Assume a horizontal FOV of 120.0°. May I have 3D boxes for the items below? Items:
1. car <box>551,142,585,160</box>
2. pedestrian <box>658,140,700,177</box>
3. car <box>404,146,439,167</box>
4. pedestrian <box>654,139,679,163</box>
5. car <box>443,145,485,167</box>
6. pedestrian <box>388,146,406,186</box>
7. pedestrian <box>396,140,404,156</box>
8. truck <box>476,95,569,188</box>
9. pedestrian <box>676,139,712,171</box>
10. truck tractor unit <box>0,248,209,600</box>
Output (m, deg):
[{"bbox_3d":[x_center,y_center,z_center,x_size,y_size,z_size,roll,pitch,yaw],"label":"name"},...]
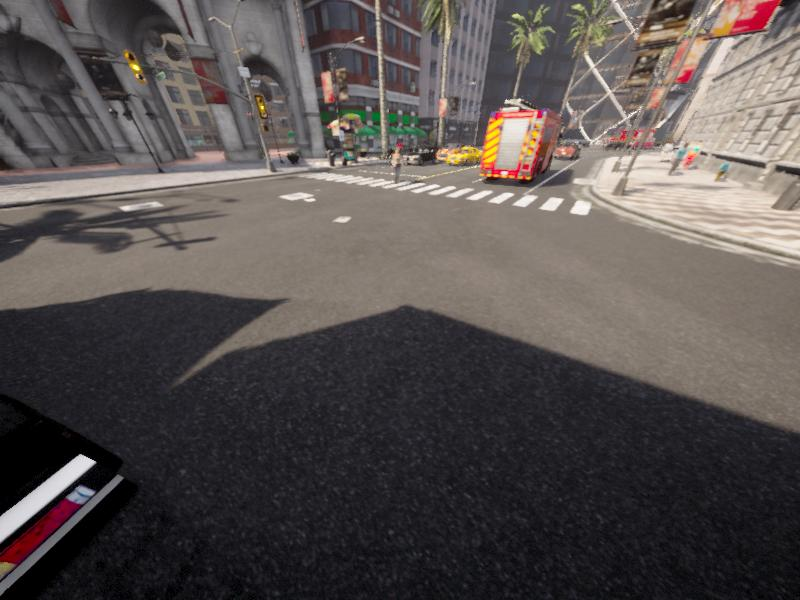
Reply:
[{"bbox_3d":[20.926,-18.552,28.720,2.152,1.651,5.027,26,43,32],"label":"car"},{"bbox_3d":[16.978,-8.616,14.104,0.751,1.860,0.751,19,39,25],"label":"pedestrian"},{"bbox_3d":[2.187,-14.485,23.212,1.789,1.549,3.705,23,41,30],"label":"car"},{"bbox_3d":[25.196,-14.144,21.878,0.751,1.860,0.751,20,40,27],"label":"pedestrian"},{"bbox_3d":[6.503,-14.427,23.055,1.801,1.575,5.366,23,42,30],"label":"car"},{"bbox_3d":[-0.170,-7.612,13.146,0.751,1.860,0.751,-12,37,-16],"label":"pedestrian"},{"bbox_3d":[-0.025,-21.272,32.330,0.751,1.860,0.751,21,41,28],"label":"pedestrian"},{"bbox_3d":[8.185,-10.184,15.040,2.891,3.827,8.468,21,41,28],"label":"truck"},{"bbox_3d":[20.939,-10.342,16.515,0.751,1.860,0.751,24,42,30],"label":"pedestrian"},{"bbox_3d":[-5.296,-0.049,0.419,6.516,4.208,3.053,9,36,13],"label":"truck tractor unit"}]
